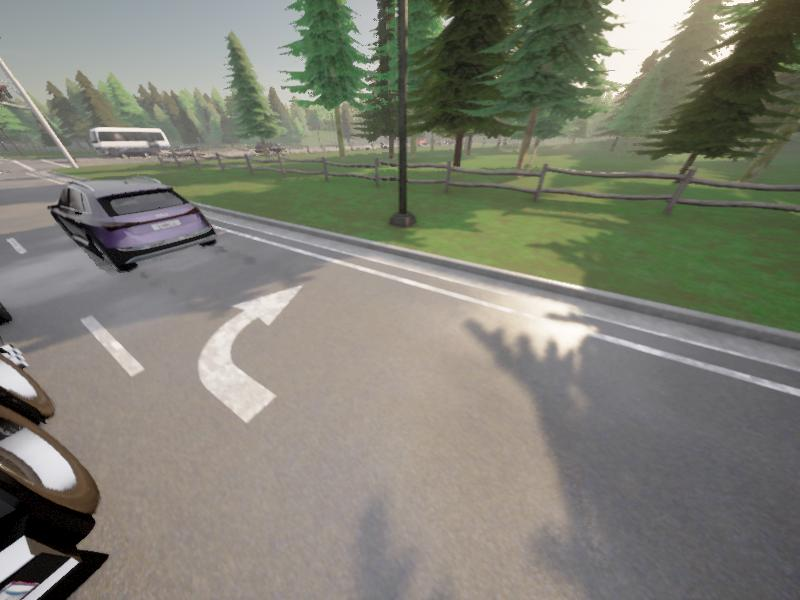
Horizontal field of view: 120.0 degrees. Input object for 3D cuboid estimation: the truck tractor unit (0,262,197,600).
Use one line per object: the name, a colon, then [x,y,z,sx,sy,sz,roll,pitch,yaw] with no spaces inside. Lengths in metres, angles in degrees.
truck tractor unit: [-5.120,-0.292,0.781,6.516,4.208,3.053,18,40,24]

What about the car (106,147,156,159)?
car: [-44.391,-24.436,38.294,1.837,1.490,4.892,18,39,24]

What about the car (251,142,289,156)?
car: [-23.865,-28.112,42.845,2.150,2.045,5.566,18,39,24]

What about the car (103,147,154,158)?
car: [-47.105,-25.703,40.234,2.033,1.411,5.357,18,39,24]

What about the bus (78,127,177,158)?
bus: [-49.035,-28.847,42.270,3.944,4.253,10.273,18,39,24]

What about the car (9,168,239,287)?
car: [-6.706,-2.107,5.684,4.856,1.649,2.033,18,39,25]
